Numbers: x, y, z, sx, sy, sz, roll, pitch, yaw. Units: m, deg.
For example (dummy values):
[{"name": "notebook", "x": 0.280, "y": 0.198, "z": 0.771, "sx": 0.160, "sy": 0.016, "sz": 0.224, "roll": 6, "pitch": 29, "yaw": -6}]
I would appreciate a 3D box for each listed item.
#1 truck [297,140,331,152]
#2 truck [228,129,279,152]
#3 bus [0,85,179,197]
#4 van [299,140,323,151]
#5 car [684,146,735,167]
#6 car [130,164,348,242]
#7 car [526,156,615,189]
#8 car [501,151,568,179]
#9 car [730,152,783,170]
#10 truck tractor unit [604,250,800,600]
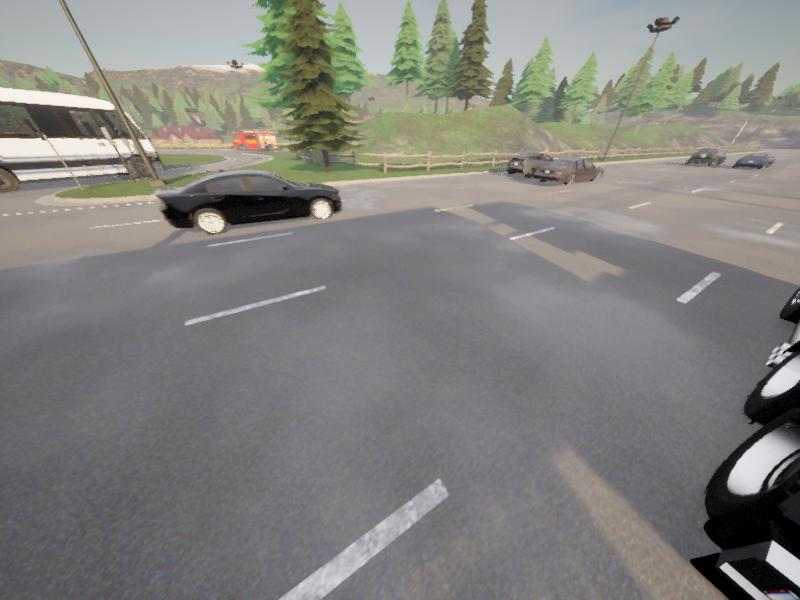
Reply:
[{"name": "truck", "x": -18.548, "y": -33.324, "z": 49.903, "sx": 6.274, "sy": 2.098, "sz": 2.390, "roll": -18, "pitch": 39, "yaw": -24}, {"name": "truck", "x": -31.443, "y": -34.475, "z": 49.931, "sx": 8.468, "sy": 3.827, "sz": 2.891, "roll": -18, "pitch": 39, "yaw": -24}, {"name": "bus", "x": -19.754, "y": -8.427, "z": 12.217, "sx": 3.944, "sy": 4.253, "sz": 10.273, "roll": 15, "pitch": 37, "yaw": 18}, {"name": "van", "x": -20.222, "y": -35.038, "z": 52.454, "sx": 4.442, "sy": 1.987, "sz": 1.775, "roll": -18, "pitch": 39, "yaw": -24}, {"name": "car", "x": 34.981, "y": -16.276, "z": 26.118, "sx": 4.553, "sy": 1.767, "sz": 2.097, "roll": -18, "pitch": 39, "yaw": -24}, {"name": "car", "x": -4.464, "y": -3.333, "z": 7.410, "sx": 5.008, "sy": 1.535, "sz": 1.882, "roll": -18, "pitch": 39, "yaw": -25}, {"name": "car", "x": 10.907, "y": -8.276, "z": 14.768, "sx": 5.357, "sy": 1.411, "sz": 2.033, "roll": -18, "pitch": 39, "yaw": -24}, {"name": "car", "x": 10.283, "y": -10.436, "z": 17.752, "sx": 4.514, "sy": 1.525, "sz": 2.007, "roll": -18, "pitch": 39, "yaw": -24}, {"name": "car", "x": 36.332, "y": -14.232, "z": 23.565, "sx": 4.181, "sy": 1.385, "sz": 1.994, "roll": -18, "pitch": 39, "yaw": -24}, {"name": "truck tractor unit", "x": 5.084, "y": -0.328, "z": 0.812, "sx": 6.516, "sy": 4.208, "sz": 3.053, "roll": -19, "pitch": 39, "yaw": -25}]
